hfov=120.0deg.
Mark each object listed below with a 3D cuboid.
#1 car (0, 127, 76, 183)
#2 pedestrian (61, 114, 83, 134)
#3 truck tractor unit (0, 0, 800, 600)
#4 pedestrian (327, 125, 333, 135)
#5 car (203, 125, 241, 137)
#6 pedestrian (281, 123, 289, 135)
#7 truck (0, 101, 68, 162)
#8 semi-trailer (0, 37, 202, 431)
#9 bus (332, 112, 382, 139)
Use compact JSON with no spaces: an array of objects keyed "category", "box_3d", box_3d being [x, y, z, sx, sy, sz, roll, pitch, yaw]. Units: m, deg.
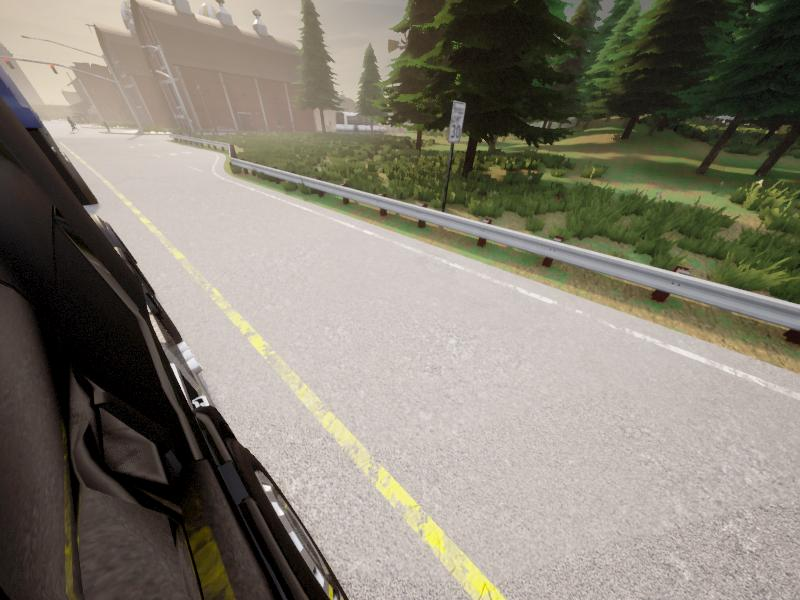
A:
[{"category":"car","box_3d":[-16.061,-6.228,9.718,4.902,1.511,2.128,27,43,29]},{"category":"pedestrian","box_3d":[-40.755,-21.851,28.712,0.751,1.860,0.751,32,46,33]},{"category":"truck tractor unit","box_3d":[-2.645,-0.295,0.351,6.516,4.208,3.053,28,44,30]},{"category":"pedestrian","box_3d":[-15.981,-38.752,52.647,0.751,1.860,0.751,23,41,25]},{"category":"car","box_3d":[-27.764,-26.431,36.142,1.994,1.385,4.181,27,43,29]},{"category":"pedestrian","box_3d":[-22.761,-33.924,45.767,0.751,1.860,0.751,29,44,31]},{"category":"truck","box_3d":[-21.926,-9.535,12.949,5.204,2.467,2.627,27,43,28]},{"category":"semi-trailer","box_3d":[-8.746,-3.573,4.179,14.254,4.402,2.717,28,43,29]},{"category":"bus","box_3d":[-8.943,-37.555,49.791,3.944,4.253,10.273,28,44,29]}]
